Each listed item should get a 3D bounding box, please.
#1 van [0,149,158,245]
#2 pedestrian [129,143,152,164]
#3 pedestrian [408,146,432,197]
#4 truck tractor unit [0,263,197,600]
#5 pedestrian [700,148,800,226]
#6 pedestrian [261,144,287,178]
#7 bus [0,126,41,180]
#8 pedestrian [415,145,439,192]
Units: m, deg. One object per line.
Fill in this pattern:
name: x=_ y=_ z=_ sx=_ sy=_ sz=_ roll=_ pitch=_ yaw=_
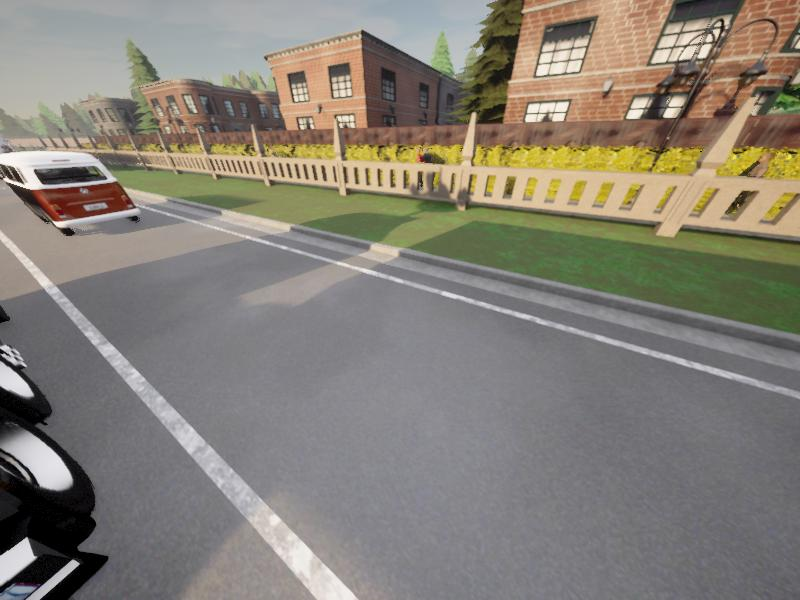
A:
van: x=-10.524 y=-3.490 z=7.312 sx=4.480 sy=2.038 sz=2.069 roll=18 pitch=39 yaw=24
pedestrian: x=-28.131 y=-15.883 z=25.097 sx=0.751 sy=1.860 sz=0.751 roll=16 pitch=38 yaw=23
pedestrian: x=0.864 y=-5.661 z=10.182 sx=0.751 sy=1.860 sz=0.751 roll=18 pitch=39 yaw=24
truck tractor unit: x=-5.107 y=-0.305 z=0.776 sx=6.516 sy=4.208 sz=3.053 roll=19 pitch=39 yaw=24
pedestrian: x=9.862 y=-3.198 z=6.572 sx=0.751 sy=1.860 sz=0.751 roll=23 pitch=41 yaw=30
pedestrian: x=-8.280 y=-9.153 z=15.270 sx=0.751 sy=1.860 sz=0.751 roll=18 pitch=39 yaw=24
bus: x=-33.319 y=-11.758 z=17.435 sx=10.273 sy=4.253 sz=3.944 roll=18 pitch=39 yaw=24
pedestrian: x=1.271 y=-6.248 z=11.022 sx=0.751 sy=1.860 sz=0.751 roll=18 pitch=39 yaw=24
